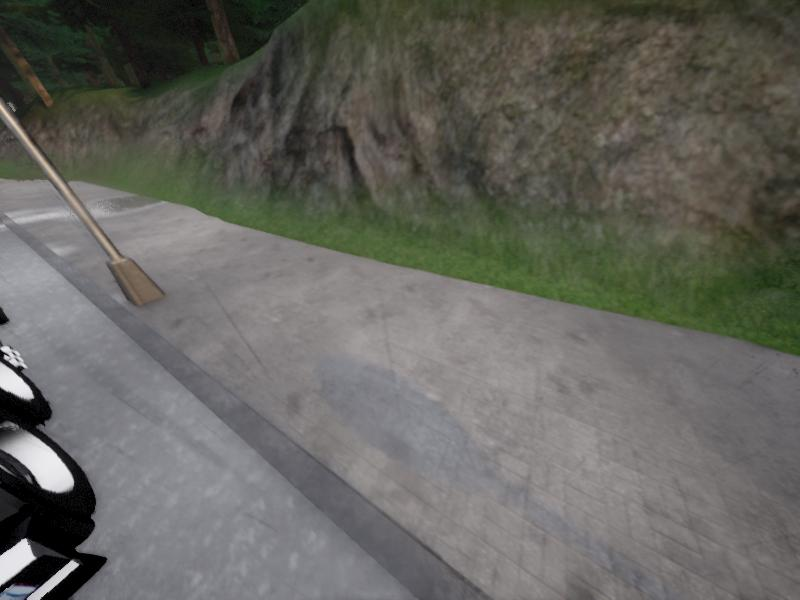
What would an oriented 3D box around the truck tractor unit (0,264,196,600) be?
[{"bbox_3d":[-5.110,-0.302,0.785,6.516,4.208,3.053,18,39,24],"label":"truck tractor unit"}]
